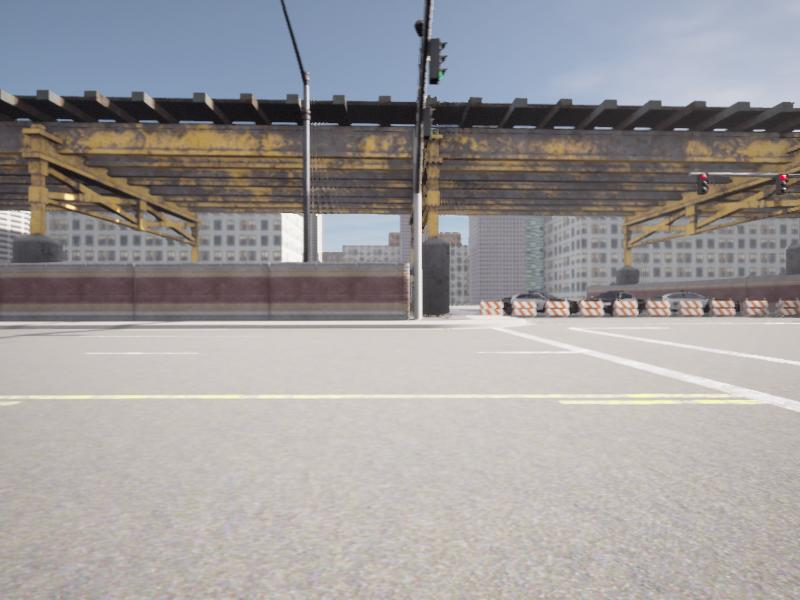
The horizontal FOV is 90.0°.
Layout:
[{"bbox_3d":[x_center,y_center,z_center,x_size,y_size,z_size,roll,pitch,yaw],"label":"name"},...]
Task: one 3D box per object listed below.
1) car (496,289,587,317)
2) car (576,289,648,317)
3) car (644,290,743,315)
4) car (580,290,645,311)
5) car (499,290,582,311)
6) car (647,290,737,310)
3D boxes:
[{"bbox_3d":[8.776,0.178,25.124,4.974,1.542,2.038,0,0,44],"label":"car"},{"bbox_3d":[13.384,0.168,25.130,4.974,1.542,2.038,0,0,-36],"label":"car"},{"bbox_3d":[18.751,0.156,25.914,4.974,1.542,2.038,0,0,29],"label":"car"},{"bbox_3d":[13.425,0.010,25.161,4.536,1.218,1.853,0,0,-36],"label":"car"},{"bbox_3d":[8.737,0.021,25.160,4.536,1.218,1.853,0,0,44],"label":"car"},{"bbox_3d":[18.705,-0.002,25.939,4.536,1.218,1.853,0,0,29],"label":"car"}]
